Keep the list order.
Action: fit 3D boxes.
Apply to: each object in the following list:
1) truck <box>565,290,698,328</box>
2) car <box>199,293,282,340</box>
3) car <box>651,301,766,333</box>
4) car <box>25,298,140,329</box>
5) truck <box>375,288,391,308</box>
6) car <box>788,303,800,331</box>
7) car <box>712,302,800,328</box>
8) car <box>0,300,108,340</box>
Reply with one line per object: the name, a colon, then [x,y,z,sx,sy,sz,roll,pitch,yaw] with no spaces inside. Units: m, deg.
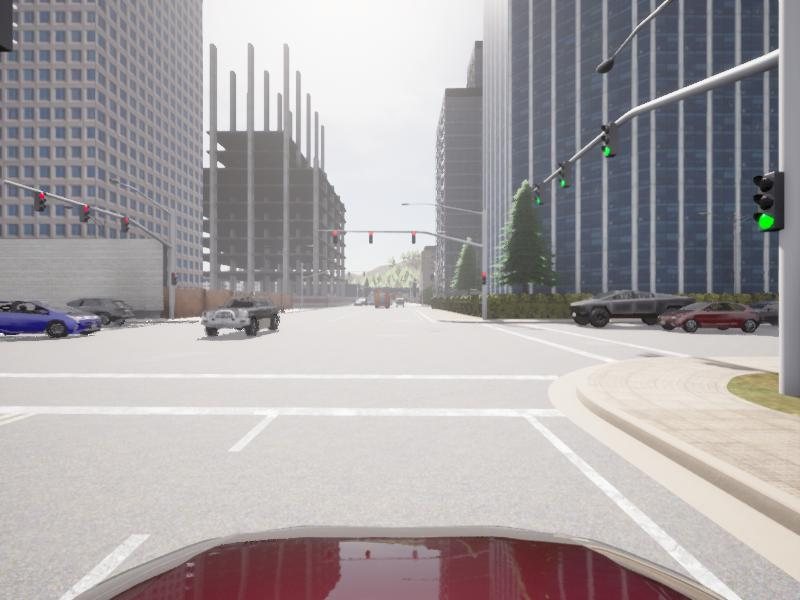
truck: [13.109,0.486,22.974,6.274,2.098,2.390,0,0,0]
car: [-6.992,0.619,18.146,1.932,1.855,4.605,0,1,0]
car: [14.897,0.798,19.469,4.193,1.474,1.816,0,0,0]
car: [-18.284,0.718,23.262,4.856,1.649,2.033,0,1,-9]
truck: [-3.482,-0.329,82.026,2.891,3.827,8.468,0,0,0]
car: [21.897,0.851,19.462,4.181,1.385,1.994,0,0,-1]
car: [20.969,0.813,22.955,4.674,1.442,1.812,0,0,0]
car: [-15.157,0.786,16.596,4.514,1.525,2.007,0,0,-8]
